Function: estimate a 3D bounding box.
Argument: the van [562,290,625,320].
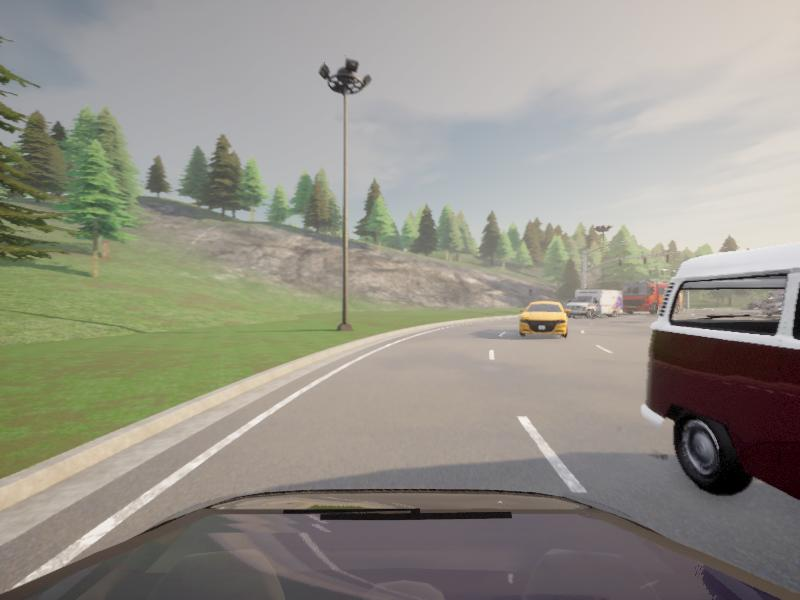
[{"bbox_3d":[17.191,0.385,35.359,6.366,2.431,2.351,0,0,-37],"label":"van"}]

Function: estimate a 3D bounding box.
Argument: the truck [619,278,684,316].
[{"bbox_3d":[28.118,-0.296,44.566,8.468,3.827,2.891,0,0,-34],"label":"truck"}]

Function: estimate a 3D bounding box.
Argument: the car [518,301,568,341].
[{"bbox_3d":[6.602,0.821,18.193,1.882,1.535,5.008,0,0,22],"label":"car"}]

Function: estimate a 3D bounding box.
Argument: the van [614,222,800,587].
[{"bbox_3d":[3.255,0.578,2.033,2.069,2.038,4.480,0,0,2],"label":"van"}]
